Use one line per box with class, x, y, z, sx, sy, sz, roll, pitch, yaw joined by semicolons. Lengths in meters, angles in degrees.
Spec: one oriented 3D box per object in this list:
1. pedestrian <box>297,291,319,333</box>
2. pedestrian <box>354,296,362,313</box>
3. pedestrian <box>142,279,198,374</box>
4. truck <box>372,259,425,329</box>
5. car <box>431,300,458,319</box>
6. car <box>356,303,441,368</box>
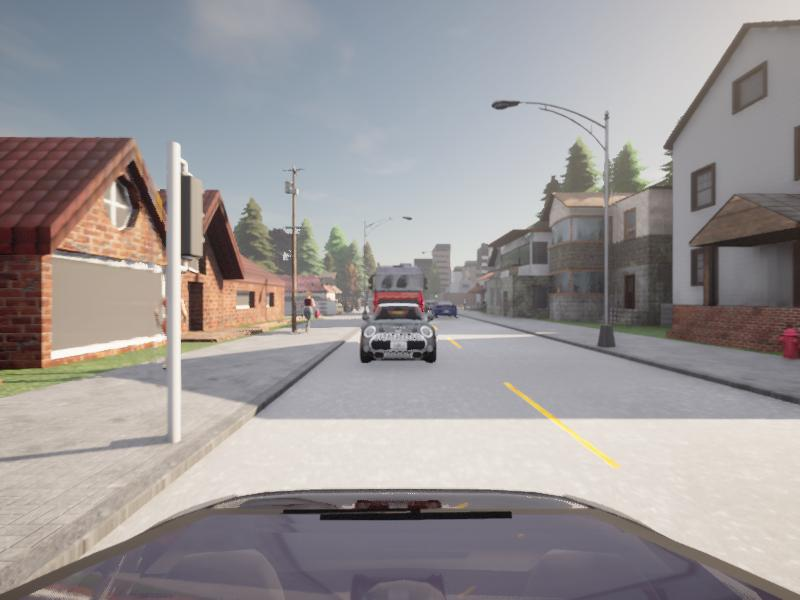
pedestrian;-4.082;0.519;17.776;0.751;1.860;0.751;0;0;9
pedestrian;-4.737;0.499;45.034;0.751;1.860;0.751;0;0;5
pedestrian;-4.716;0.526;8.243;0.751;1.860;0.751;0;0;-4
truck;-0.094;-0.344;26.249;2.891;3.827;8.468;0;0;0
car;3.877;0.795;35.732;1.882;1.535;5.008;0;0;0
car;-0.046;0.844;11.152;1.970;1.475;3.806;0;0;0
